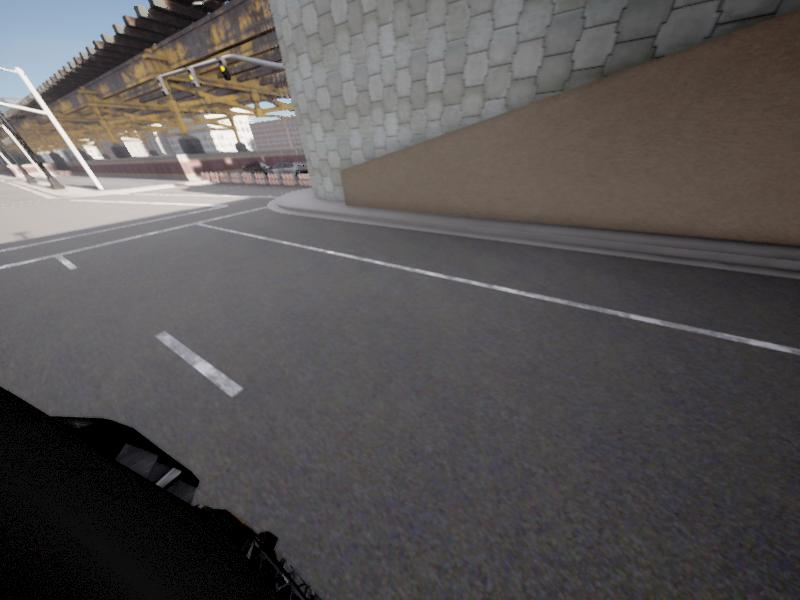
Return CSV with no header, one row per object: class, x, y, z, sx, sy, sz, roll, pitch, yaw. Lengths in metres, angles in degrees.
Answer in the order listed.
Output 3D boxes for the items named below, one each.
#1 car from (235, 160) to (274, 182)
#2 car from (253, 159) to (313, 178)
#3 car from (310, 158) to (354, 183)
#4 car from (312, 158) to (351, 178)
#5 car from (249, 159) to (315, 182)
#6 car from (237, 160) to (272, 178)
car,-14.870,-13.461,23.924,2.038,1.542,4.974,-10,34,-11
car,-10.896,-12.409,21.745,4.536,1.218,1.853,-5,34,-3
car,-5.959,-11.272,19.931,2.038,1.542,4.974,-20,37,-23
car,-5.992,-11.427,19.882,1.853,1.218,4.536,-20,37,-23
car,-10.941,-12.273,21.829,4.974,1.542,2.038,-5,34,-3
car,-14.890,-13.619,23.879,1.853,1.218,4.536,-10,34,-11
